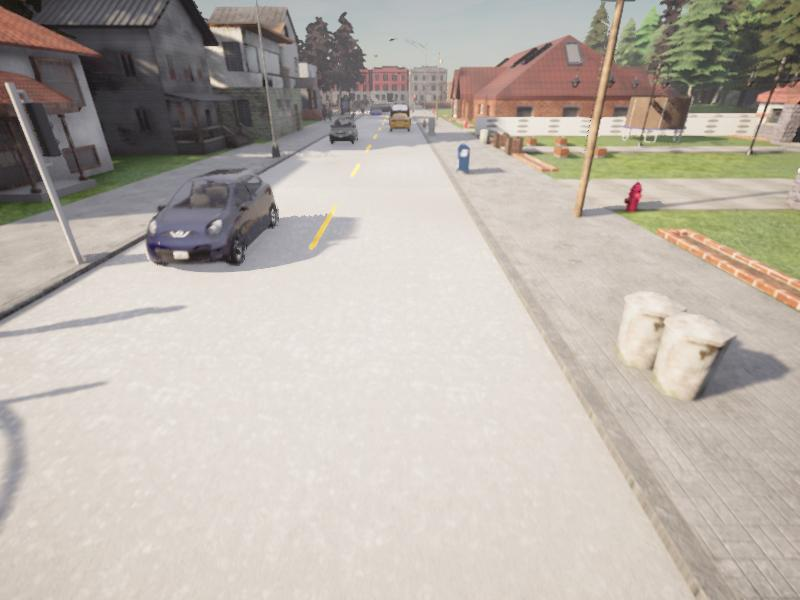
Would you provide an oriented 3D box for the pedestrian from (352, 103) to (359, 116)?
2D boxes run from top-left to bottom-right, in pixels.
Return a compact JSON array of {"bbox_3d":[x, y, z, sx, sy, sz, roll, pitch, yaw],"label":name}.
[{"bbox_3d":[-7.150,-30.566,64.063,0.751,1.860,0.751,8,28,15],"label":"pedestrian"}]

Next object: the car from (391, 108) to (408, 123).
[{"bbox_3d":[-0.014,-24.016,51.928,2.128,1.511,4.902,0,27,0],"label":"car"}]

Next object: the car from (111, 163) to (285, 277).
[{"bbox_3d":[-3.997,-1.931,8.762,1.845,1.501,3.633,0,27,0],"label":"car"}]

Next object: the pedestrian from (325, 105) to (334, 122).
[{"bbox_3d":[-8.478,-22.467,48.259,0.751,1.860,0.751,1,27,3],"label":"pedestrian"}]

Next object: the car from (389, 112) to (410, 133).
[{"bbox_3d":[0.000,-17.103,38.389,1.882,1.535,5.008,0,27,0],"label":"car"}]

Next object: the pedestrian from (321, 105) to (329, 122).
[{"bbox_3d":[-9.104,-22.563,48.447,0.751,1.860,0.751,0,27,-1],"label":"pedestrian"}]

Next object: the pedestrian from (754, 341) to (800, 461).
[{"bbox_3d":[3.921,0.546,3.256,0.751,1.860,0.751,-7,28,-13],"label":"pedestrian"}]

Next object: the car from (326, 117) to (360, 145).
[{"bbox_3d":[-4.002,-12.186,28.717,1.851,1.617,3.988,0,27,0],"label":"car"}]

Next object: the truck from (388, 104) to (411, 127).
[{"bbox_3d":[-0.005,-20.754,44.908,2.390,2.098,6.274,0,27,0],"label":"truck"}]

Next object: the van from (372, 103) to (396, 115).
[{"bbox_3d":[-3.074,-36.926,77.124,4.442,1.987,1.775,-20,33,-34],"label":"van"}]
